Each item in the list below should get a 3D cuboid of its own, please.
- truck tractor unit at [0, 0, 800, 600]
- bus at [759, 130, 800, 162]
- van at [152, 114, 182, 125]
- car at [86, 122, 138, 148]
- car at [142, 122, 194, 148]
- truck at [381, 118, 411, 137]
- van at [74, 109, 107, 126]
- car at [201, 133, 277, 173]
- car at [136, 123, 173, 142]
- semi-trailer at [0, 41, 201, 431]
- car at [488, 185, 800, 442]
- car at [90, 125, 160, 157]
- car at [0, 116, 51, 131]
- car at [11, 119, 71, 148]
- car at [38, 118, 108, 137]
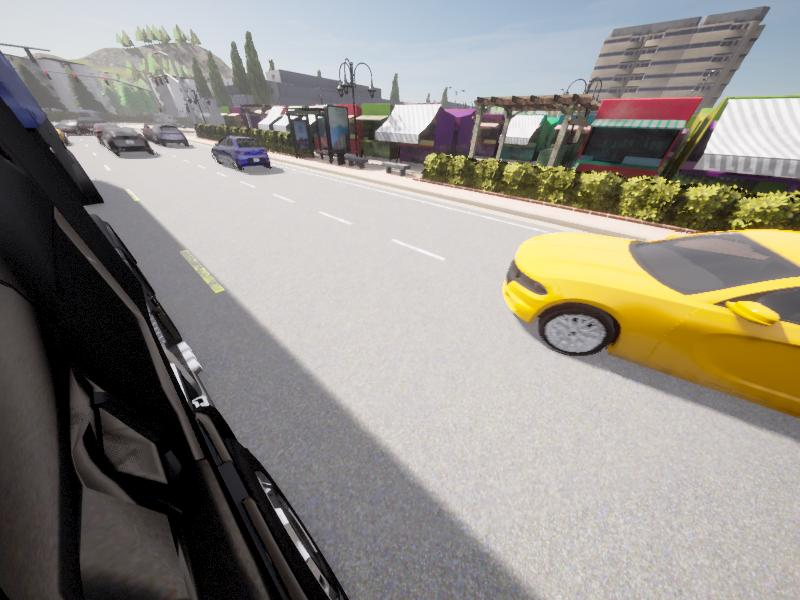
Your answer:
[{"bbox_3d":[-2.645,-0.295,0.351,6.516,4.208,3.053,28,44,30],"label":"truck tractor unit"},{"bbox_3d":[68.600,-26.553,39.810,3.944,4.253,10.273,28,44,30],"label":"bus"},{"bbox_3d":[-70.873,-54.912,70.467,2.351,2.431,6.366,5,37,2],"label":"van"},{"bbox_3d":[-24.004,-13.767,19.229,5.008,1.535,1.882,29,44,30],"label":"car"},{"bbox_3d":[-21.115,-14.991,20.972,4.856,1.649,2.033,29,44,30],"label":"car"},{"bbox_3d":[-1.091,-46.412,62.377,2.891,3.827,8.468,30,44,31],"label":"truck"},{"bbox_3d":[-66.288,-39.209,49.661,1.988,2.561,5.915,-18,42,-25],"label":"van"},{"bbox_3d":[-8.977,-8.267,12.887,4.193,1.474,1.816,29,44,30],"label":"car"},{"bbox_3d":[-25.603,-17.493,24.112,3.633,1.501,1.845,31,45,33],"label":"car"},{"bbox_3d":[-8.681,-3.619,4.240,14.254,4.402,2.717,28,44,30],"label":"semi-trailer"},{"bbox_3d":[3.881,0.104,2.467,5.008,1.535,1.882,20,40,22],"label":"car"},{"bbox_3d":[-18.820,-10.908,15.785,4.792,1.488,2.163,29,44,30],"label":"car"},{"bbox_3d":[-48.162,-22.133,28.952,1.812,1.442,4.674,30,45,31],"label":"car"},{"bbox_3d":[-27.693,-13.036,17.983,5.366,1.575,1.801,29,44,31],"label":"car"},{"bbox_3d":[-36.829,-19.629,26.294,2.163,1.488,4.792,-7,38,-12],"label":"car"}]
